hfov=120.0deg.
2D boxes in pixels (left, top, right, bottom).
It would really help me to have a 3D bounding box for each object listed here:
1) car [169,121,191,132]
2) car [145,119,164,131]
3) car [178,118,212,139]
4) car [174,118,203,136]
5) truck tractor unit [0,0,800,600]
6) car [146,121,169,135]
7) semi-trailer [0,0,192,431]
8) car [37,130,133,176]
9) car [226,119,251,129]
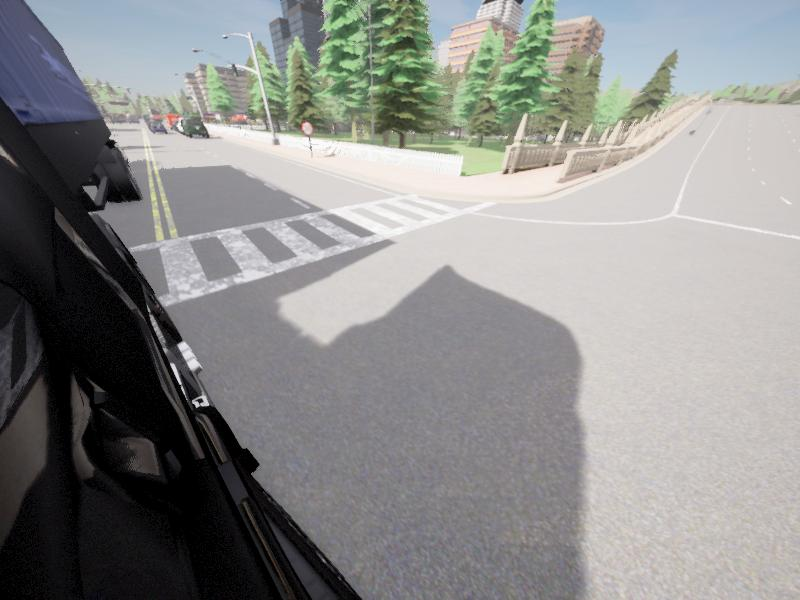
[{"bbox_3d":[-40.997,-32.335,43.050,2.163,1.488,4.792,-26,46,-33],"label":"car"},{"bbox_3d":[-44.856,-31.942,42.217,1.801,1.575,5.366,-27,46,-33],"label":"car"},{"bbox_3d":[-27.096,-22.649,30.497,2.150,2.045,5.566,-27,46,-33],"label":"car"},{"bbox_3d":[-31.910,-26.081,34.785,2.150,2.045,5.566,-26,46,-33],"label":"car"},{"bbox_3d":[-2.645,-0.295,0.352,6.516,4.208,3.053,28,44,30],"label":"truck tractor unit"},{"bbox_3d":[-36.094,-25.677,34.412,1.789,1.549,3.705,-27,46,-33],"label":"car"},{"bbox_3d":[-8.227,-3.886,4.646,2.717,4.402,14.254,-28,47,-34],"label":"semi-trailer"},{"bbox_3d":[-14.691,-7.165,11.086,1.970,1.475,3.806,-27,46,-33],"label":"car"},{"bbox_3d":[-48.180,-52.513,69.019,5.566,2.045,2.150,-28,46,-34],"label":"car"}]
